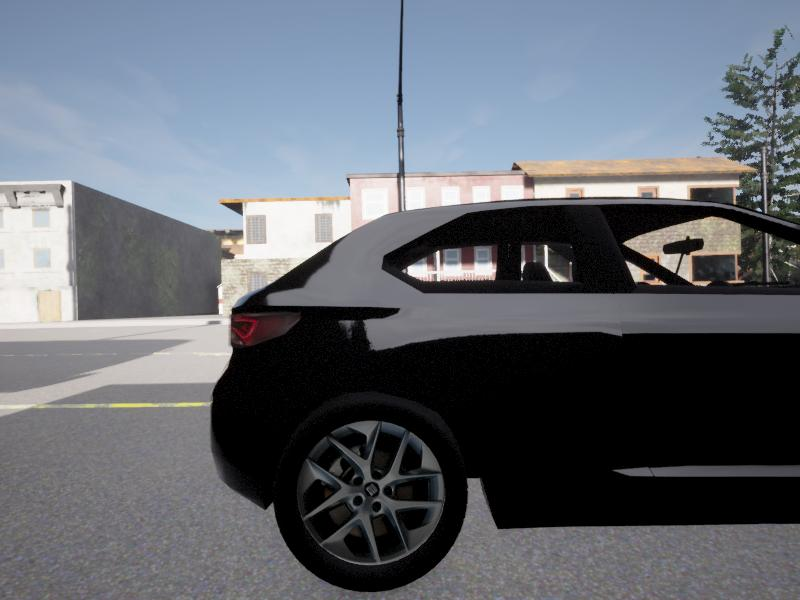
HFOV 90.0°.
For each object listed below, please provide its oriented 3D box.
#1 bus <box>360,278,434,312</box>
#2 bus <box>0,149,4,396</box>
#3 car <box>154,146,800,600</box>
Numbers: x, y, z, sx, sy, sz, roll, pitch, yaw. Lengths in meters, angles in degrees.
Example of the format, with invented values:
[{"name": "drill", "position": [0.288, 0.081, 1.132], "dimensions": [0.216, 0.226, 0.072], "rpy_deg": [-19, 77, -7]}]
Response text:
[{"name": "bus", "position": [-0.602, -0.527, 54.478], "dimensions": [3.944, 4.253, 10.273], "rpy_deg": [-2, 0, -44]}, {"name": "bus", "position": [-9.263, -1.052, 2.095], "dimensions": [10.273, 4.253, 3.944], "rpy_deg": [-1, 0, -1]}, {"name": "car", "position": [1.305, 0.254, 2.205], "dimensions": [4.193, 1.474, 1.816], "rpy_deg": [0, 0, -1]}]
